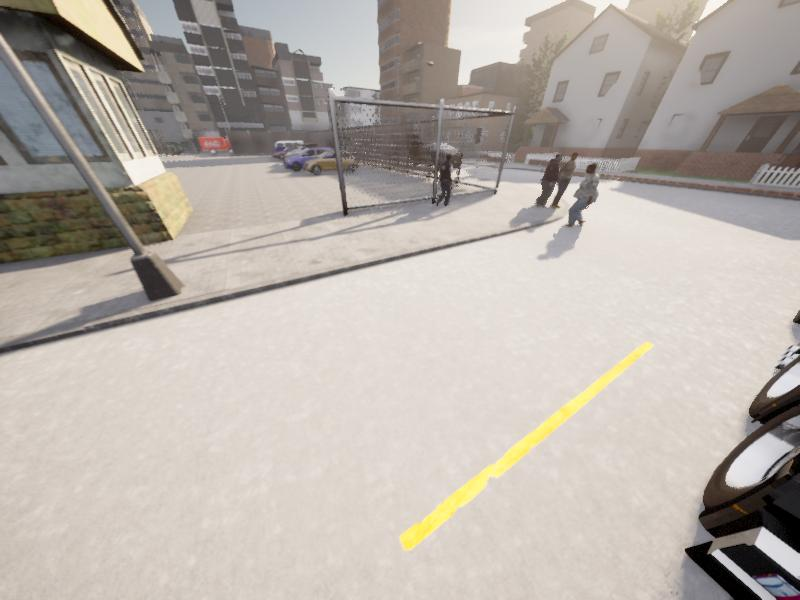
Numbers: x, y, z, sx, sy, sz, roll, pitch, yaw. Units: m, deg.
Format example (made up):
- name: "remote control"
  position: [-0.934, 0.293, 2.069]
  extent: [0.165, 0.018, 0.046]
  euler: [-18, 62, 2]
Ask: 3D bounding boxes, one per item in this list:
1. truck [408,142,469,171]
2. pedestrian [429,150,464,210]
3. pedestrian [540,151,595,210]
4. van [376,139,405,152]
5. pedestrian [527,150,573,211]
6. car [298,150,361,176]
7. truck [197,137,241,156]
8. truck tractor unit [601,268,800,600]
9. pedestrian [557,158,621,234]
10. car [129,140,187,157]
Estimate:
- name: "truck"
  position: [3.445, -14.053, 22.413]
  extent: [2.390, 2.098, 6.274]
  euler: [-18, 39, -24]
- name: "pedestrian"
  position: [1.658, -4.390, 8.483]
  extent: [0.751, 1.860, 0.751]
  euler: [-20, 40, -27]
- name: "pedestrian"
  position: [6.046, -4.365, 8.479]
  extent: [0.751, 1.860, 0.751]
  euler: [-5, 35, -8]
- name: "van"
  position: [-2.098, -35.612, 53.104]
  extent: [6.366, 2.431, 2.351]
  euler: [-19, 40, -25]
- name: "pedestrian"
  position: [5.435, -4.379, 8.495]
  extent: [0.751, 1.860, 0.751]
  euler: [10, 36, 14]
- name: "car"
  position: [-5.342, -10.626, 17.797]
  extent: [4.193, 1.474, 1.816]
  euler: [-18, 39, -24]
- name: "truck"
  position: [-30.354, -26.004, 39.032]
  extent: [5.204, 2.467, 2.627]
  euler: [-18, 39, -24]
- name: "truck tractor unit"
  position: [5.115, -0.297, 0.771]
  extent: [6.516, 4.208, 3.053]
  euler: [-18, 39, -24]
- name: "pedestrian"
  position: [5.359, -3.013, 6.710]
  extent: [0.751, 1.860, 0.751]
  euler: [18, 39, 24]
- name: "car"
  position: [-37.301, -23.622, 35.926]
  extent: [5.566, 2.045, 2.150]
  euler: [-18, 39, -24]
